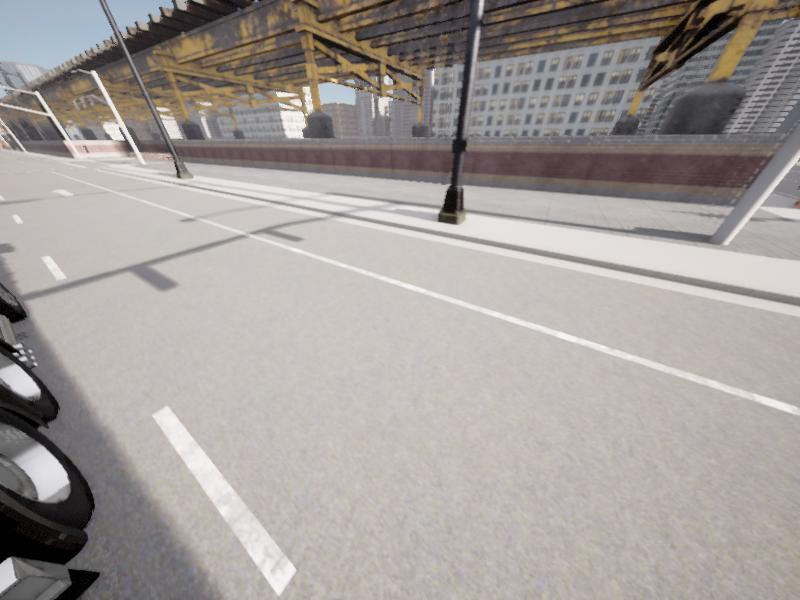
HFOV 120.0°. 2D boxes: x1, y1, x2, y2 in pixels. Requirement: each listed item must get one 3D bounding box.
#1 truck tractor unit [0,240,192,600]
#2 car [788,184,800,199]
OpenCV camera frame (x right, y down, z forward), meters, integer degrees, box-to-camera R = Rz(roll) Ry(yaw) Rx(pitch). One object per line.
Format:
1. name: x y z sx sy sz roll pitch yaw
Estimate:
1. truck tractor unit: -5.070 -0.339 0.842 6.516 4.208 3.053 20 39 26
2. car: 20.320 -4.377 8.923 2.038 1.542 4.974 -8 35 -11
